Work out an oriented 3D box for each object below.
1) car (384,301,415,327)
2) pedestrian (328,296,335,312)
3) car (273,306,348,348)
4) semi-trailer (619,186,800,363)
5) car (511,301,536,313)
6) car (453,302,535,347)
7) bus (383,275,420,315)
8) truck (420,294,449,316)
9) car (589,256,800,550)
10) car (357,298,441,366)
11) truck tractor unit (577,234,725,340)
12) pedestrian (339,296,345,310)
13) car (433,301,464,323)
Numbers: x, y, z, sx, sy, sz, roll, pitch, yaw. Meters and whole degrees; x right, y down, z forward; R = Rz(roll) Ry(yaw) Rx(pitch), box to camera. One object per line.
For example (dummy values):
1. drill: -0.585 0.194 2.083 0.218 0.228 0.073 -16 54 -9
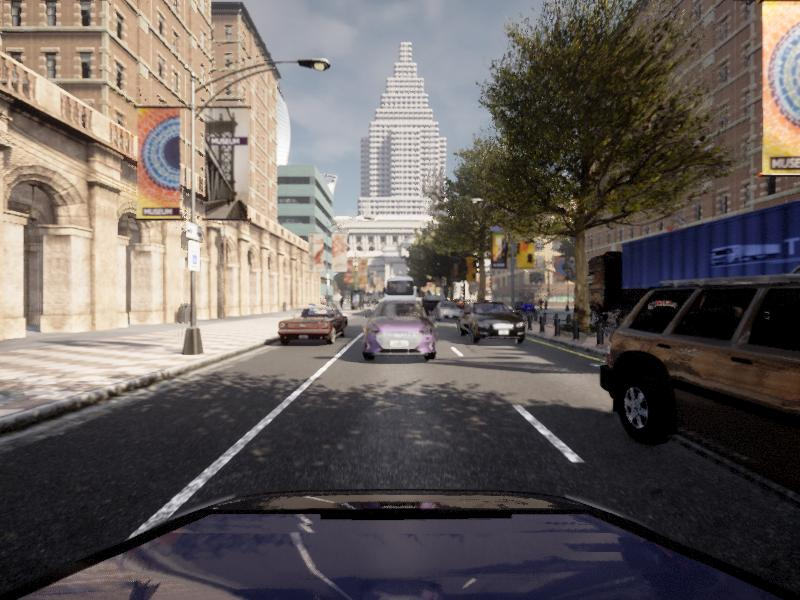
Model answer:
1. car: -0.018 0.823 25.888 1.837 1.490 4.892 0 0 0
2. pedestrian: -8.213 0.444 48.156 0.751 1.860 0.751 0 0 1
3. car: -3.261 0.925 15.641 1.895 1.301 4.718 0 0 0
4. semi-trailer: 11.314 -0.628 11.307 2.717 4.402 14.254 0 0 1
5. car: 14.964 0.813 48.667 1.816 1.474 4.193 0 0 0
6. car: 3.489 0.823 15.904 2.128 1.511 4.902 0 0 0
7. bus: 0.108 -0.574 47.741 3.944 4.253 10.273 0 0 0
8. truck: 3.471 0.508 41.452 2.390 2.098 6.274 0 0 0
9. car: 3.496 0.646 3.042 1.932 1.855 4.605 0 1 0
10. car: -0.011 0.766 12.096 2.033 1.649 4.856 0 0 0
11. truck tractor unit: 11.453 -0.539 19.219 3.053 4.208 6.516 0 0 0
12. pedestrian: -7.956 0.439 54.541 0.751 1.860 0.751 0 0 -3
13. car: 3.478 0.802 29.268 1.845 1.501 3.633 0 0 0
